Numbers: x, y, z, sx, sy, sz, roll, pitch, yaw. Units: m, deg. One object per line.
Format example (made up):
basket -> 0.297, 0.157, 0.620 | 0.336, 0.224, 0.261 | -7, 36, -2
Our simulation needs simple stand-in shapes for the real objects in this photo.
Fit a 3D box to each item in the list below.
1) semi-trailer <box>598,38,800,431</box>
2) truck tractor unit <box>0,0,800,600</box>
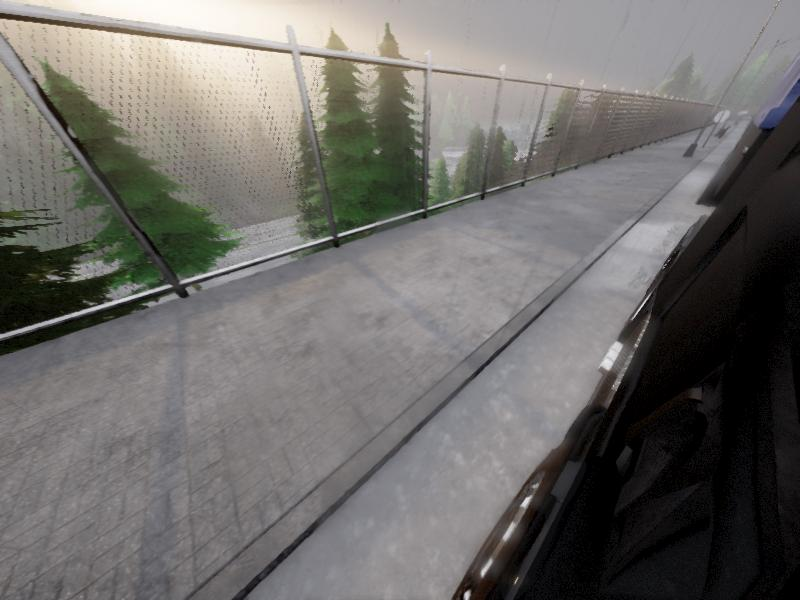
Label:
semi-trailer -> 8.695, -3.601, 4.241 | 14.254, 4.402, 2.717 | -28, 43, -30
truck tractor unit -> 2.645, -0.295, 0.351 | 6.516, 4.208, 3.053 | -28, 44, -30
